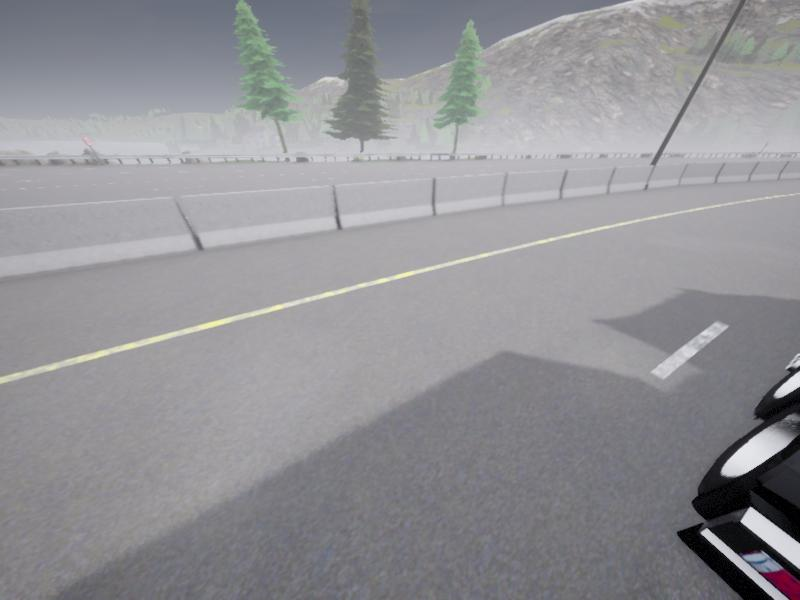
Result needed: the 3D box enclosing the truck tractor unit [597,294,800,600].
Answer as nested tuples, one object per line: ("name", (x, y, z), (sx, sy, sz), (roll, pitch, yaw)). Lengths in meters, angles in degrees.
("truck tractor unit", (5.165, -0.242, 0.707), (6.516, 4.208, 3.053), (-16, 38, -22))
